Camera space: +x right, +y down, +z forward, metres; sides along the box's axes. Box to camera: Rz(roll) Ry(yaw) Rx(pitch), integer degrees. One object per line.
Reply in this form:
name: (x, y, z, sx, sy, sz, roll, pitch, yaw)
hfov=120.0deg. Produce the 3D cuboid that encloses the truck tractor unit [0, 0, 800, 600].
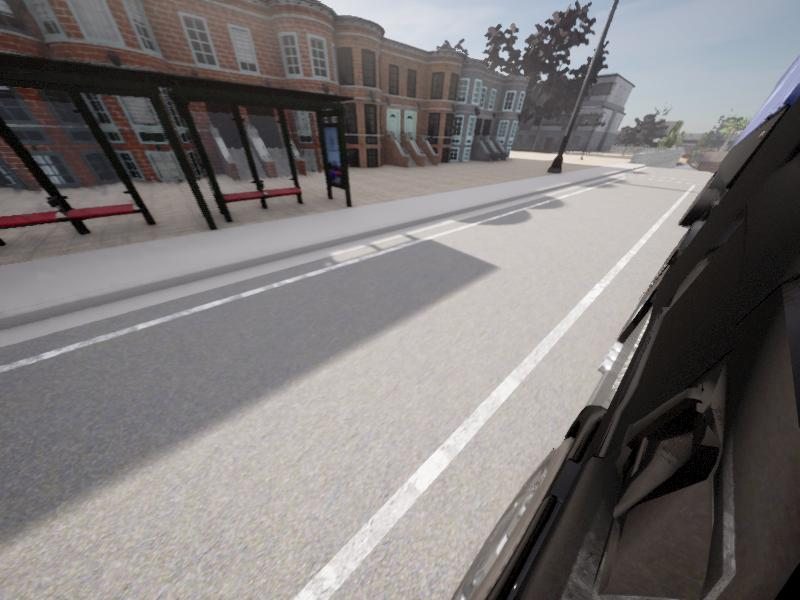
truck tractor unit: (2.645, -0.295, 0.352, 6.516, 4.208, 3.053, -28, 43, -30)

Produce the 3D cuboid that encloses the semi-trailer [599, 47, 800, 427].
semi-trailer: (8.773, -3.202, 4.602, 14.254, 4.402, 2.717, -24, 43, -34)
